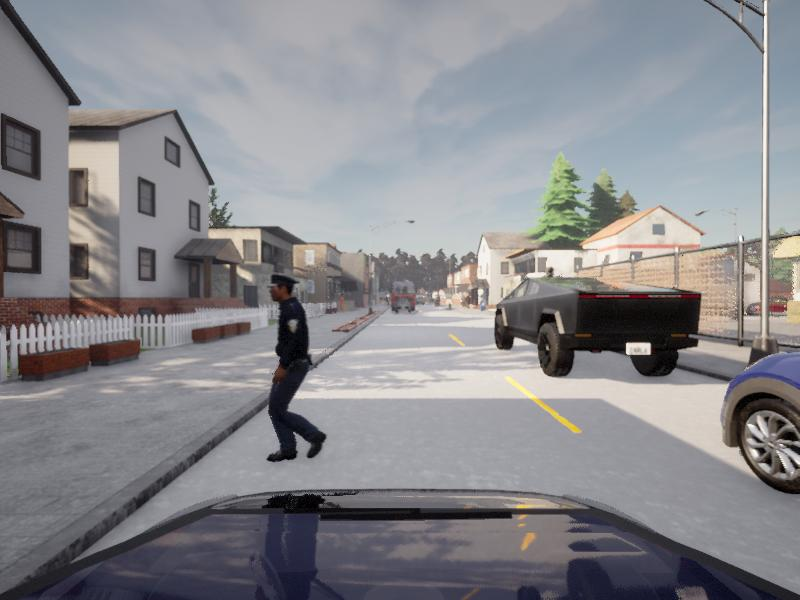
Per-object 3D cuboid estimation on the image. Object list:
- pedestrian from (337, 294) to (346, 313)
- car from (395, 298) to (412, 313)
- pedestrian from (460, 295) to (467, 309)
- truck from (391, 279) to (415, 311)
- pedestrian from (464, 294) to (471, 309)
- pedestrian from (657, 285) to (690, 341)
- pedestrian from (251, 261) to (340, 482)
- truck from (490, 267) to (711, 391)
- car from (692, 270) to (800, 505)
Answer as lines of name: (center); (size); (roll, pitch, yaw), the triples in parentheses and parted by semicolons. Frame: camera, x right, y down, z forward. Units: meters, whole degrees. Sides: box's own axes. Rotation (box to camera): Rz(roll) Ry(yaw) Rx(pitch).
pedestrian: (-5.675, 0.308, 39.125); (0.751, 1.860, 0.751); (0, 0, 2)
car: (0.354, 0.561, 43.337); (1.789, 1.549, 3.705); (0, 0, 0)
pedestrian: (8.439, 0.215, 53.397); (0.751, 1.860, 0.751); (0, 0, -4)
truck: (0.399, -0.619, 51.607); (2.891, 3.827, 8.468); (0, 0, 0)
pedestrian: (8.608, 0.221, 50.859); (0.751, 1.860, 0.751); (0, 0, 0)
pedestrian: (9.450, 0.432, 13.858); (0.751, 1.860, 0.751); (0, 0, 15)
pedestrian: (-1.030, 0.601, 3.856); (0.751, 1.860, 0.751); (0, 0, -21)
truck: (4.092, 0.467, 9.911); (2.390, 2.098, 6.274); (0, 0, 1)
car: (4.041, 0.664, 1.840); (2.097, 1.767, 4.553); (0, 0, 0)
